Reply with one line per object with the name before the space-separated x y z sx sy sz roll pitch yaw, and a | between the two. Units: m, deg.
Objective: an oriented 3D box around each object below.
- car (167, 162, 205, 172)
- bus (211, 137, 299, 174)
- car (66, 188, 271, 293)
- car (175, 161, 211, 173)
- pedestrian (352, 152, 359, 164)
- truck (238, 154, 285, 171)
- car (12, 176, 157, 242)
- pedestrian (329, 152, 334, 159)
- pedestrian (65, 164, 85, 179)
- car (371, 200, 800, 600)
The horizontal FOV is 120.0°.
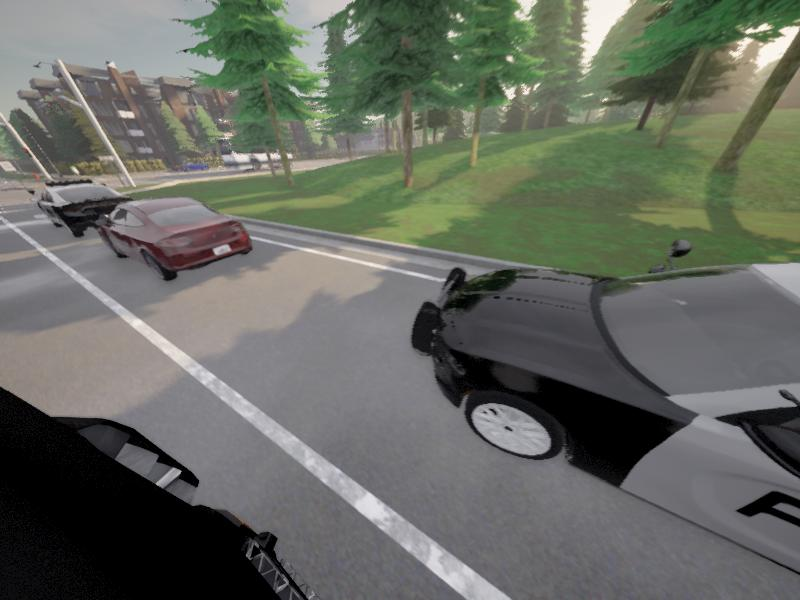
car | -39.206 -24.456 42.515 1.895 1.301 4.718 16 37 25
bus | -21.838 -22.588 35.948 3.944 4.253 10.273 16 37 25
car | -5.707 -1.756 5.715 4.674 1.442 1.812 16 37 26
car | -36.344 -23.488 40.703 1.816 1.474 4.193 16 37 25
pedestrian | -8.097 -25.882 42.030 0.751 1.860 0.751 16 37 26
truck | -23.581 -23.682 39.689 2.390 2.098 6.274 16 37 25
car | -12.098 -3.681 8.851 5.238 1.638 1.930 16 37 26
pedestrian | -22.994 -48.462 77.452 0.751 1.860 0.751 15 37 25
pedestrian | -46.270 -18.272 32.907 0.751 1.860 0.751 13 36 21
car | 2.583 0.545 1.534 5.238 1.638 1.930 16 37 26
